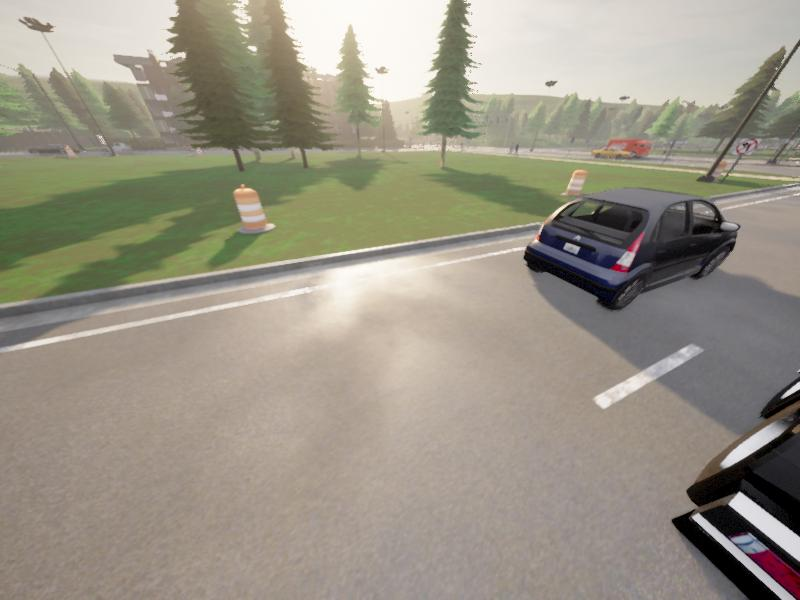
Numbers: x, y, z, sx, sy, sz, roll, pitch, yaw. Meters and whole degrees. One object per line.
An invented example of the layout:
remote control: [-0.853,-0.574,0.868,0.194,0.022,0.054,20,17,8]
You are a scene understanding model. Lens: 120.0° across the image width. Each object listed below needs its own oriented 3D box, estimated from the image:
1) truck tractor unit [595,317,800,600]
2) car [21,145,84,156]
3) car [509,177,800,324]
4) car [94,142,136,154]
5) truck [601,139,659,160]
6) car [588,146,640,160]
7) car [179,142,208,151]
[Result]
truck tractor unit: [5.199,-0.202,0.644,6.516,4.208,3.053,-14,38,-20]
car: [-50.559,-21.899,33.736,4.718,1.301,1.895,-13,37,-19]
car: [4.518,-1.222,4.389,3.988,1.617,1.851,-13,37,-19]
car: [-46.851,-25.047,38.078,3.633,1.501,1.845,-13,37,-19]
truck: [34.964,-23.159,35.387,2.627,2.467,5.204,-13,37,-18]
car: [31.732,-22.037,34.524,1.801,1.575,5.366,-13,37,-18]
car: [-41.225,-30.735,46.259,3.633,1.501,1.845,-13,37,-19]
